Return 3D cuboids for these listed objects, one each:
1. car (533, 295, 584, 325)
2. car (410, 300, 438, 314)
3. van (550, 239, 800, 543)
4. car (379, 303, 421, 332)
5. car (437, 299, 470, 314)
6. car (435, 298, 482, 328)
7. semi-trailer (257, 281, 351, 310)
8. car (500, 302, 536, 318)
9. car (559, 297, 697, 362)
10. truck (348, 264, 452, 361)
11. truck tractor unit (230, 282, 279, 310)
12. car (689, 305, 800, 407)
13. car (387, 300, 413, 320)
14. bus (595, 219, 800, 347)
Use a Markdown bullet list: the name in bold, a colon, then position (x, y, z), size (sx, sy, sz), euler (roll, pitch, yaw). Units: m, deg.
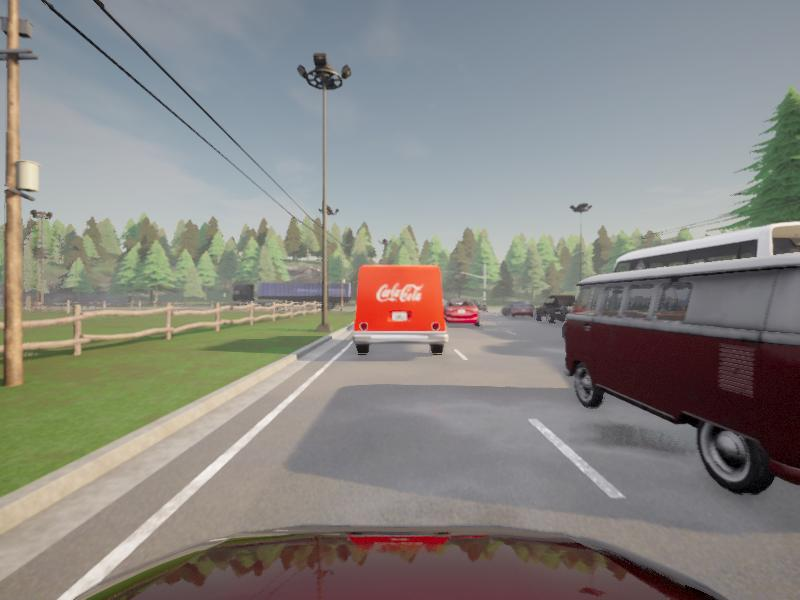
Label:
- **car**: position (10.510, 0.601, 26.836), size (1.905, 1.878, 3.866), euler (0, 0, -1)
- **car**: position (2.603, 0.744, 45.194), size (1.882, 1.535, 5.008), euler (0, 0, -12)
- **van**: position (3.496, 0.590, 4.750), size (1.775, 1.987, 4.442), euler (0, 0, 0)
- **car**: position (-0.009, 0.870, 21.427), size (1.994, 1.385, 4.181), euler (0, 0, 0)
- **car**: position (6.035, 0.702, 45.740), size (2.152, 1.651, 5.027), euler (0, 0, -12)
- **car**: position (3.488, 0.712, 24.733), size (2.242, 1.667, 4.611), euler (0, 0, 0)
- **semi-trailer**: position (-14.971, -0.730, 63.175), size (14.254, 4.402, 2.717), euler (0, 0, 0)
- **car**: position (10.469, 0.843, 35.842), size (1.994, 1.385, 4.181), euler (0, 0, 0)
- **car**: position (6.814, 0.735, 12.704), size (2.242, 1.667, 4.611), euler (0, 0, 8)
- **truck**: position (-0.007, 0.328, 12.713), size (2.627, 2.467, 5.204), euler (0, 0, 0)
- **truck tractor unit**: position (-22.890, -0.633, 63.217), size (6.516, 4.208, 3.053), euler (0, 0, 0)
- **car**: position (6.996, 0.841, 5.800), size (2.163, 1.488, 4.792), euler (0, 0, 0)
- **car**: position (-0.017, 0.772, 32.590), size (2.007, 1.525, 4.514), euler (0, 0, 0)
- **bus**: position (13.586, -0.566, 18.436), size (3.944, 4.253, 10.273), euler (0, 0, -2)
